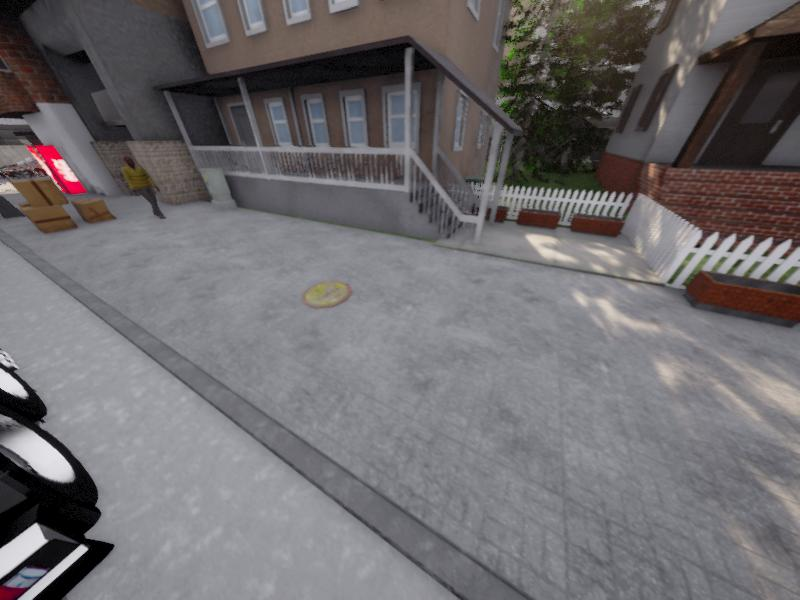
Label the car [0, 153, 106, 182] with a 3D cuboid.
[{"bbox_3d":[-26.553,-10.132,17.475,2.163,1.488,4.792,17,38,23],"label":"car"}]

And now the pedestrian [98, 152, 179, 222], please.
[{"bbox_3d":[-8.103,-3.534,7.270,0.751,1.860,0.751,13,37,19],"label":"pedestrian"}]

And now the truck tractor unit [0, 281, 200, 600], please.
[{"bbox_3d":[-5.142,-0.268,0.733,6.516,4.208,3.053,17,39,23],"label":"truck tractor unit"}]
